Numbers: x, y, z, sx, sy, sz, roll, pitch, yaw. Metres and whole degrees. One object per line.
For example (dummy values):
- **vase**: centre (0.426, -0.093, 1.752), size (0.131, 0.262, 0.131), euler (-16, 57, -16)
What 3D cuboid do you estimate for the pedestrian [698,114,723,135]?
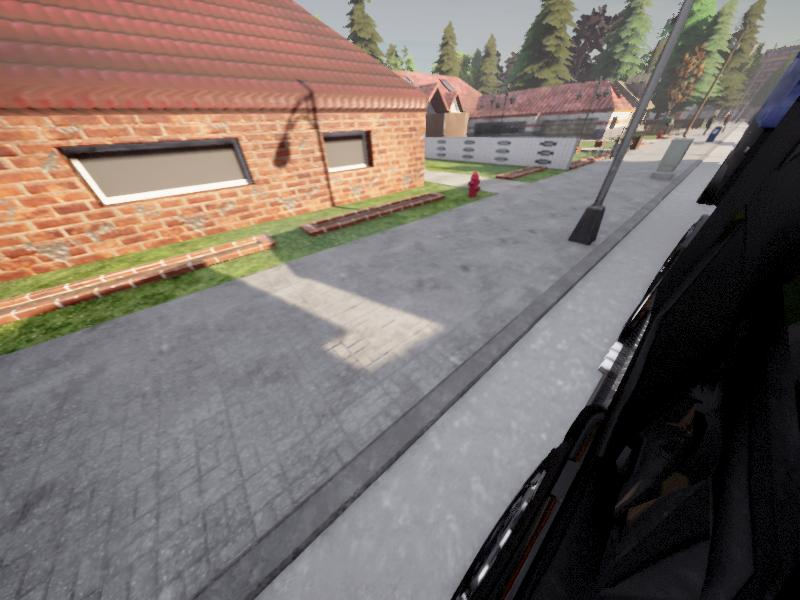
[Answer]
- **pedestrian**: centre (35.080, -19.832, 26.127), size (0.751, 1.860, 0.751), euler (22, 43, 29)

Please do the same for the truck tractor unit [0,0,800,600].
- **truck tractor unit**: centre (2.645, -0.295, 0.352), size (6.516, 4.208, 3.053), euler (-28, 44, -30)

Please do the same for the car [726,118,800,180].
- **car**: centre (16.240, -6.545, 9.795), size (4.605, 1.855, 1.932), euler (-27, 43, -30)

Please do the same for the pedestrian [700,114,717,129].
- **pedestrian**: centre (47.290, -27.337, 35.368), size (0.751, 1.860, 0.751), euler (-29, 44, -30)

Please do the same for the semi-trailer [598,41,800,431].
- **semi-trailer**: centre (8.692, -3.609, 4.231), size (14.254, 4.402, 2.717), euler (-28, 44, -30)

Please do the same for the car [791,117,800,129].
- **car**: centre (53.863, -23.424, 30.236), size (4.514, 1.525, 2.007), euler (-28, 44, -30)

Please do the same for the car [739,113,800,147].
- **car**: centre (28.166, -12.965, 17.596), size (3.866, 1.878, 1.905), euler (-28, 44, -30)

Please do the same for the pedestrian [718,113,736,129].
- **pedestrian**: centre (48.500, -26.580, 34.284), size (0.751, 1.860, 0.751), euler (-27, 43, -29)
